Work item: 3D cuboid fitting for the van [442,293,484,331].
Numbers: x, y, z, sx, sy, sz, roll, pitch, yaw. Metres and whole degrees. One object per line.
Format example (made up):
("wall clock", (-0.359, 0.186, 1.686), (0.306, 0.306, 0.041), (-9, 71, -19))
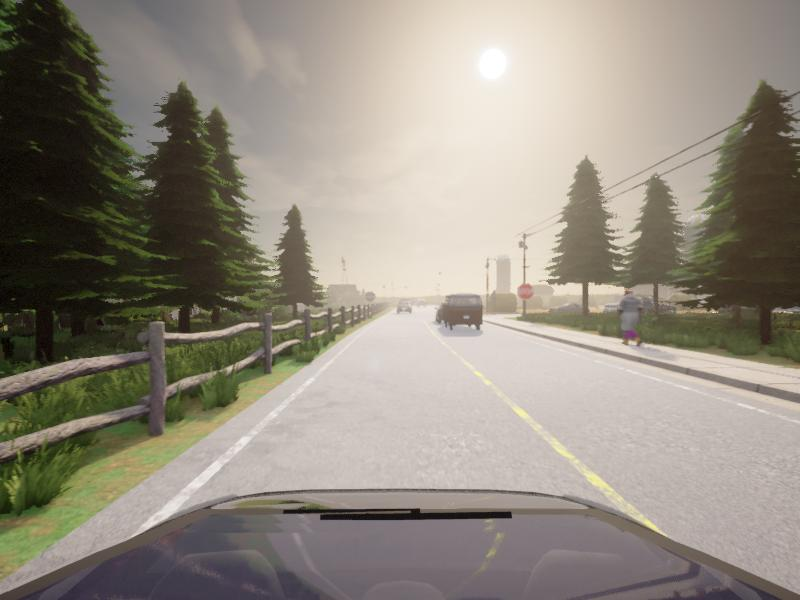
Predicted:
("van", (3.491, 0.642, 23.043), (1.775, 1.987, 4.442), (0, 0, 1))

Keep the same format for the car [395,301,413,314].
("car", (0.553, 0.942, 49.691), (2.128, 1.511, 4.902), (0, 0, 1))

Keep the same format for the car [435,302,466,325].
("car", (3.625, 0.904, 29.264), (1.837, 1.490, 4.892), (0, 0, 3))

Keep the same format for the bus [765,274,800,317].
("bus", (44.655, -0.415, 41.453), (10.273, 4.253, 3.944), (0, 0, -1))

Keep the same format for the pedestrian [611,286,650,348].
("pedestrian", (7.239, 0.513, 12.564), (0.751, 1.860, 0.751), (0, 0, -14))

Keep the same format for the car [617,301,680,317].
("car", (25.298, 0.900, 40.870), (5.027, 1.651, 2.152), (0, 0, -1))

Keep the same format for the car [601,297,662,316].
("car", (25.596, 0.695, 44.344), (5.566, 2.045, 2.150), (0, 0, -1))

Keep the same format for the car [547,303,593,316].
("car", (18.707, 1.034, 44.177), (4.181, 1.385, 1.994), (0, 0, -3))
